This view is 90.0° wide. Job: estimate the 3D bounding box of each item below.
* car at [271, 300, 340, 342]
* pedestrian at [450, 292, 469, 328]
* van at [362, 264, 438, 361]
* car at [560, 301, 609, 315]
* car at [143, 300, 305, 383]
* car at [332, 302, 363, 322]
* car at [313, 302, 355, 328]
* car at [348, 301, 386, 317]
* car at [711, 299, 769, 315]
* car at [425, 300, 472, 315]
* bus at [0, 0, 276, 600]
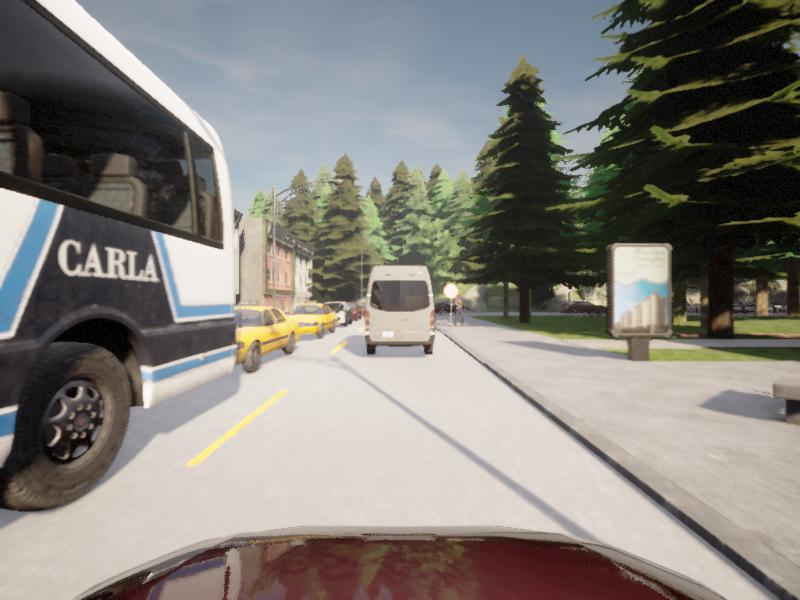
[{"bbox_3d":[-3.999,0.800,17.850,1.801,1.575,5.366,0,0,0],"label":"car"},{"bbox_3d":[3.218,0.532,21.664,0.751,1.860,0.751,0,0,-29],"label":"pedestrian"},{"bbox_3d":[0.005,0.321,13.538,1.988,2.561,5.915,0,0,0],"label":"van"},{"bbox_3d":[20.518,0.866,44.639,4.674,1.442,1.812,0,0,0],"label":"car"},{"bbox_3d":[-3.999,0.801,10.304,1.801,1.575,5.366,0,0,0],"label":"car"},{"bbox_3d":[-3.999,0.868,31.316,1.812,1.442,4.674,0,0,0],"label":"car"},{"bbox_3d":[-4.000,0.852,24.747,1.970,1.475,3.806,0,0,0],"label":"car"},{"bbox_3d":[-3.267,0.869,40.189,1.812,1.442,4.674,0,0,23],"label":"car"},{"bbox_3d":[37.927,0.754,44.741,4.611,1.667,2.242,0,0,0],"label":"car"},{"bbox_3d":[5.312,0.821,43.697,5.008,1.535,1.882,0,-1,-28],"label":"car"},{"bbox_3d":[-3.878,-0.534,1.005,3.944,4.253,10.273,0,0,0],"label":"bus"}]
